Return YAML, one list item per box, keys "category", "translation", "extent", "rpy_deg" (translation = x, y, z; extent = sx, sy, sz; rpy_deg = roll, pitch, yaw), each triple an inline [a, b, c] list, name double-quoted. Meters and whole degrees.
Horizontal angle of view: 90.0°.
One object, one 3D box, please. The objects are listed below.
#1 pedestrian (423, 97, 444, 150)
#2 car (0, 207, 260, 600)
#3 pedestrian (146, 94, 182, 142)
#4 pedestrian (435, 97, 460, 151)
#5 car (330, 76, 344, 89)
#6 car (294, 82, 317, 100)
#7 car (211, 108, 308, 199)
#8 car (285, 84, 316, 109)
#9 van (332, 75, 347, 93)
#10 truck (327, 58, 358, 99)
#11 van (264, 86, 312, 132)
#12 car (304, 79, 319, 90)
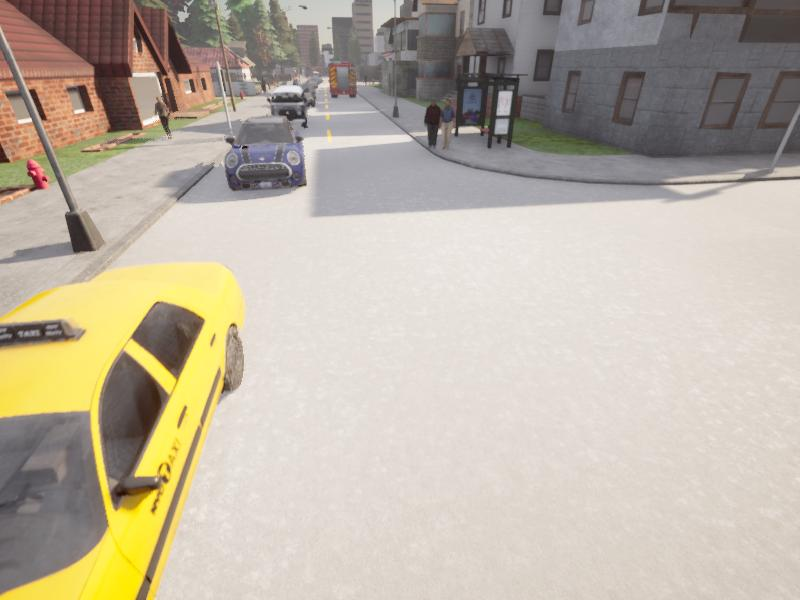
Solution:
- category: "pedestrian"
  translation: [1.327, -7.068, 15.999]
  extent: [0.751, 1.860, 0.751]
  rpy_deg: [3, 30, 5]
- category: "car"
  translation: [-2.412, 0.969, 2.792]
  extent: [1.801, 1.575, 5.366]
  rpy_deg: [-5, 31, -8]
- category: "pedestrian"
  translation: [-10.479, -8.101, 17.795]
  extent: [0.751, 1.860, 0.751]
  rpy_deg: [-5, 31, -9]
- category: "pedestrian"
  translation: [1.851, -6.886, 15.680]
  extent: [0.751, 1.860, 0.751]
  rpy_deg: [8, 31, 14]
- category: "car"
  translation: [-10.309, -35.581, 65.332]
  extent: [1.930, 1.638, 5.238]
  rpy_deg: [-5, 31, -8]
- category: "car"
  translation: [-10.156, -22.663, 43.366]
  extent: [2.163, 1.488, 4.792]
  rpy_deg: [-5, 31, -8]
- category: "car"
  translation: [-4.046, -4.671, 12.241]
  extent: [2.097, 1.767, 4.553]
  rpy_deg: [-6, 31, -11]
- category: "car"
  translation: [-8.456, -17.536, 34.400]
  extent: [2.242, 1.667, 4.611]
  rpy_deg: [-5, 30, -8]
- category: "van"
  translation: [-8.186, -29.239, 54.127]
  extent: [1.775, 1.987, 4.442]
  rpy_deg: [-5, 31, -8]
- category: "truck"
  translation: [-6.759, -25.686, 46.220]
  extent: [2.891, 3.827, 8.468]
  rpy_deg: [-5, 31, -8]
- category: "van"
  translation: [-6.278, -11.042, 22.911]
  extent: [2.069, 2.038, 4.480]
  rpy_deg: [-5, 30, -8]
- category: "car"
  translation: [-14.359, -35.291, 65.468]
  extent: [2.128, 1.511, 4.902]
  rpy_deg: [-5, 31, -8]
